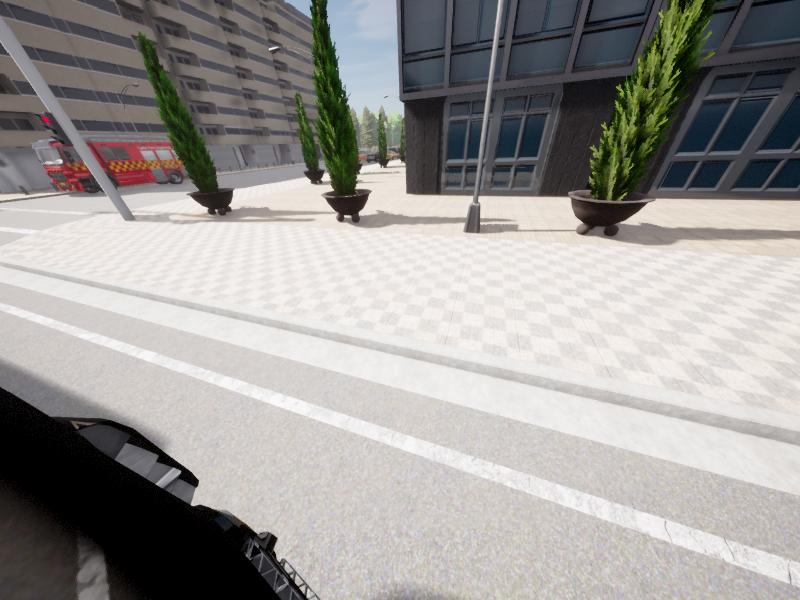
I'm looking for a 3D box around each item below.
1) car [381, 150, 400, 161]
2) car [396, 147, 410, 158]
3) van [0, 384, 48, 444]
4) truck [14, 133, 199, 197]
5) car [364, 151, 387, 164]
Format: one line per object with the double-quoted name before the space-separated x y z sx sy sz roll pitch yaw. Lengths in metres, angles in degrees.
"car" -1.705 -28.043 44.680 1.801 1.575 5.366 9 35 17
"car" 0.762 -32.213 50.476 1.905 1.878 3.866 9 35 17
"van" -6.109 0.530 1.813 4.442 1.987 1.775 9 35 17
"truck" -23.213 -11.558 19.530 2.891 3.827 8.468 9 35 17
"car" -4.029 -24.215 39.156 2.007 1.525 4.514 9 35 17
